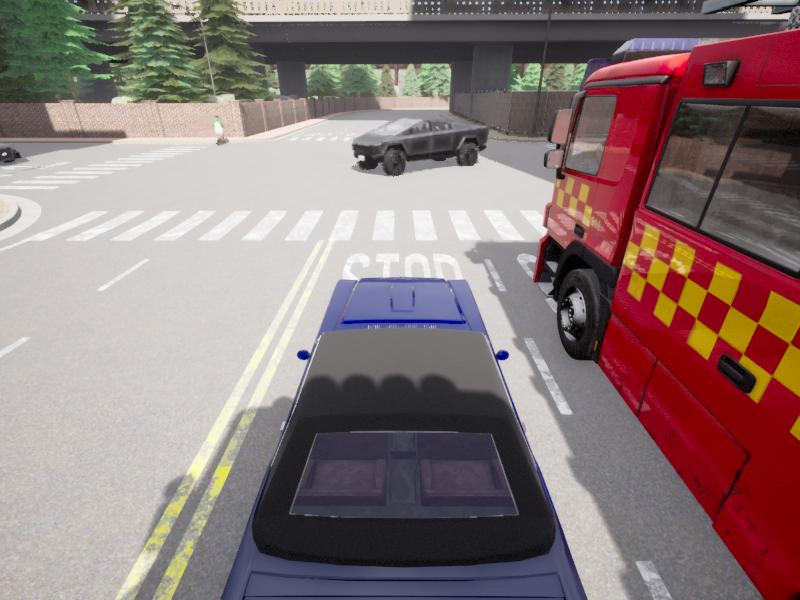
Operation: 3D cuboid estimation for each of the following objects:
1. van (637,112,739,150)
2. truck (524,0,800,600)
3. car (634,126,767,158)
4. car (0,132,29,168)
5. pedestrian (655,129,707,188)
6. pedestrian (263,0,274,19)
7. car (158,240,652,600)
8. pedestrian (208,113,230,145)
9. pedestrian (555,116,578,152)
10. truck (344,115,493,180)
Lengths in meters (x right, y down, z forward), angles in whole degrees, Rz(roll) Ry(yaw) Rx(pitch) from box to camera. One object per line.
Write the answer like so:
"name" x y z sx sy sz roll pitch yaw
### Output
"van" 17.553 -10.396 24.582 4.442 1.987 1.775 0 27 0
"truck" 3.527 0.165 2.115 2.891 3.827 8.468 0 27 0
"car" 16.026 -8.537 21.608 5.357 1.411 2.033 0 27 0
"car" -20.351 -6.921 18.488 4.181 1.385 1.994 -1 27 -1
"pedestrian" 9.865 -4.984 14.124 0.751 1.860 0.751 -5 28 -9
"pedestrian" -13.502 -30.014 40.992 0.751 1.860 0.751 0 27 0
"car" 0.025 0.861 3.527 1.895 1.301 4.718 0 27 0
"pedestrian" -11.809 -11.140 26.116 0.751 1.860 0.751 1 27 1
"pedestrian" 9.623 -9.650 23.217 0.751 1.860 0.751 2 27 4
"truck" 0.928 -6.884 17.633 6.274 2.098 2.390 -19 32 -32
